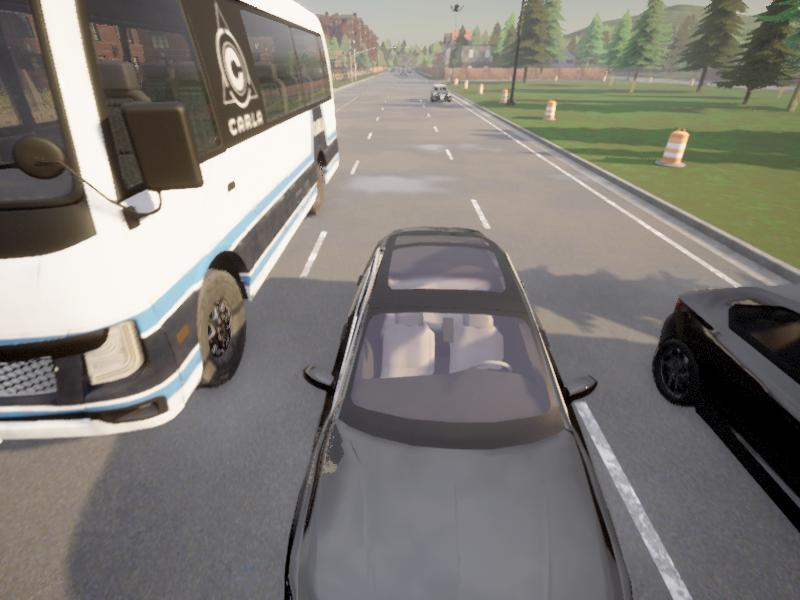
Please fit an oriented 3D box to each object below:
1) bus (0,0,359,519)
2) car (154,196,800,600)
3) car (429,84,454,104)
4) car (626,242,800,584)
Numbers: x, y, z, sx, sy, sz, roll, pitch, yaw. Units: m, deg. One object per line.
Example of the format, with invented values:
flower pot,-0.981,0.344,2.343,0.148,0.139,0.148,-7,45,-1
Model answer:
bus,-3.232,-2.739,6.473,3.944,4.253,10.273,0,30,0
car,0.382,0.509,3.634,2.128,1.511,4.902,2,30,3
car,3.865,-19.615,38.073,1.970,1.475,3.806,0,30,0
car,3.617,1.111,2.639,1.816,1.474,4.193,0,30,0
